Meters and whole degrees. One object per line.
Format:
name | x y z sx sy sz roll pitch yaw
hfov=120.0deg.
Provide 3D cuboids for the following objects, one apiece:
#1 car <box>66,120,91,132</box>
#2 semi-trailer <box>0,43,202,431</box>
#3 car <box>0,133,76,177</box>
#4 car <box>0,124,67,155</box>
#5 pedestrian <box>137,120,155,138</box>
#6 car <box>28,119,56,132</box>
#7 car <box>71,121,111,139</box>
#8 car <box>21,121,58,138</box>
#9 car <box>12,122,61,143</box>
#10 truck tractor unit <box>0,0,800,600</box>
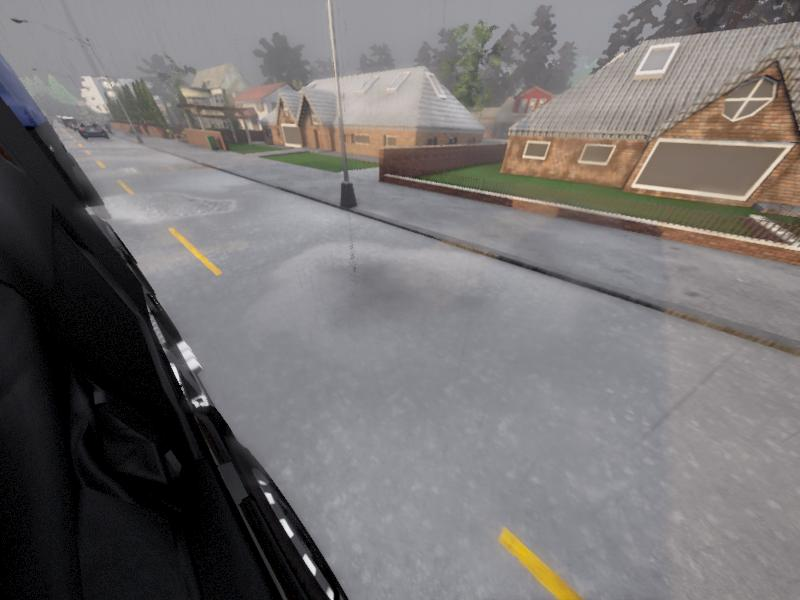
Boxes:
car | -56.540 -30.629 40.651 3.988 1.617 1.851 28 43 30
semi-trailer | -8.705 -3.575 4.258 14.254 4.402 2.717 28 44 30
car | -17.694 -7.038 11.031 4.181 1.385 1.994 28 43 30
car | -26.163 -11.547 16.543 4.514 1.525 2.007 28 43 30
pedestrian | -34.459 -23.198 31.342 0.751 1.860 0.751 25 42 27
car | -58.175 -28.349 37.547 5.008 1.535 1.882 28 43 30
car | -38.691 -21.286 28.915 4.611 1.667 2.242 28 43 30
car | -43.182 -20.457 27.728 4.193 1.474 1.816 28 43 30
car | -35.833 -16.622 22.890 4.514 1.525 2.007 28 43 30
truck tractor unit | -2.645 -0.295 0.351 6.516 4.208 3.053 28 44 30
